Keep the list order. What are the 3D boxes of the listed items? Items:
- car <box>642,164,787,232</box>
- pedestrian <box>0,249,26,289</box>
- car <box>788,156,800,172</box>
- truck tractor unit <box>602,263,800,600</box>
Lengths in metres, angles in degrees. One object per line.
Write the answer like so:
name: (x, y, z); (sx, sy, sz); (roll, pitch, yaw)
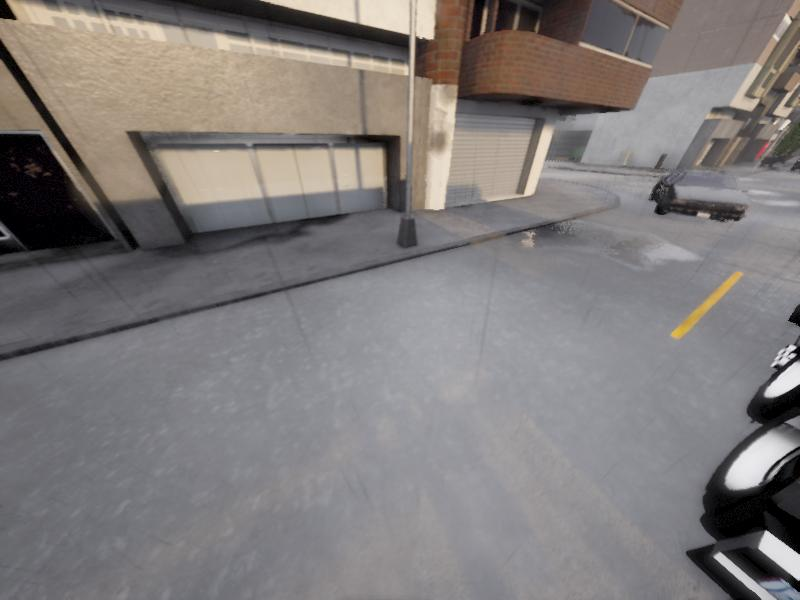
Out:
car: (11.474, -4.270, 9.030); (2.033, 1.411, 5.357); (24, 41, 29)
pedestrian: (-7.350, -0.980, 3.496); (0.751, 1.860, 0.751); (-17, 38, -23)
car: (39.162, -13.040, 21.539); (4.553, 1.767, 2.097); (-18, 39, -24)
truck tractor unit: (5.110, -0.301, 0.787); (6.516, 4.208, 3.053); (-18, 39, -24)
